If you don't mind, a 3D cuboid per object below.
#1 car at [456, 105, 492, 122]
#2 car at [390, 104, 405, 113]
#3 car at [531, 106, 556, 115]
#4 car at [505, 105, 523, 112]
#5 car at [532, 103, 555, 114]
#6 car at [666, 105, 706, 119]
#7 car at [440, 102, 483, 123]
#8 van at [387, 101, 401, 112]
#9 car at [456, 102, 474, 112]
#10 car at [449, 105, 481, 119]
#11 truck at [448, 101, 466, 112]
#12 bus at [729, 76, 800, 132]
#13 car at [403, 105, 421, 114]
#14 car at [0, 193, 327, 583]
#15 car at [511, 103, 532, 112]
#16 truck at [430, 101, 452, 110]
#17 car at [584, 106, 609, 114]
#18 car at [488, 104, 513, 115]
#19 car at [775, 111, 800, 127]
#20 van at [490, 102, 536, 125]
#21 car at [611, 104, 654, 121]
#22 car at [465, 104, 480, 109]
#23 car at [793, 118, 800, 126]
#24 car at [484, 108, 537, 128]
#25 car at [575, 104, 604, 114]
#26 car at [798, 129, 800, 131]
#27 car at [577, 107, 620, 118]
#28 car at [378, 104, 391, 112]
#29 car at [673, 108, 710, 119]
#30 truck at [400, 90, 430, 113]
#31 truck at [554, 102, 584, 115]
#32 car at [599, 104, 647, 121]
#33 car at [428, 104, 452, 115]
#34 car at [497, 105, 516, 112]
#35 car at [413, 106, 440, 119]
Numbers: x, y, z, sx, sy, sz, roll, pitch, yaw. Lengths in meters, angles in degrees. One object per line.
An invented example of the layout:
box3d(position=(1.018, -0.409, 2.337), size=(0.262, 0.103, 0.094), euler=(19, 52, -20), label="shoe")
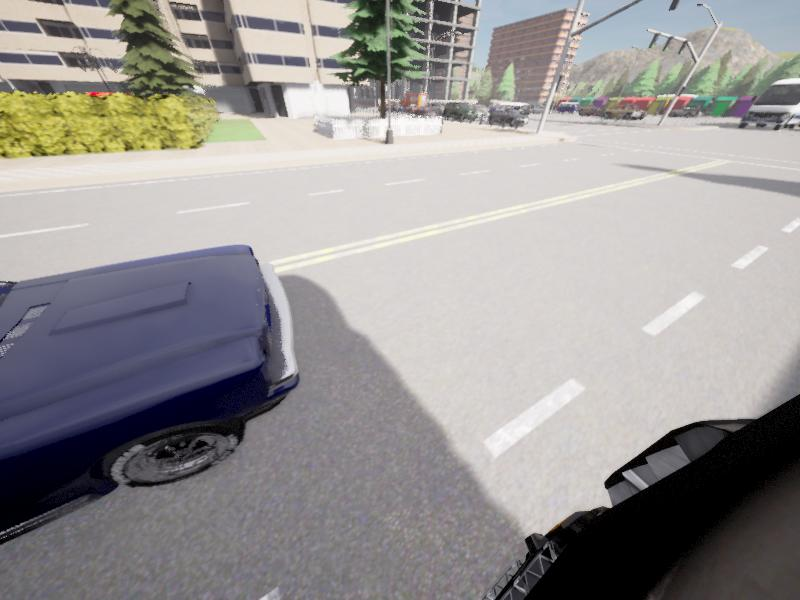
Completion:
box3d(position=(10.512, -26.938, 33.281), size=(2.242, 1.667, 4.611), euler=(-19, 45, -22), label="car")
box3d(position=(-0.529, -44.820, 54.117), size=(1.970, 1.475, 3.806), euler=(-19, 45, -22), label="car")
box3d(position=(30.020, -39.839, 48.550), size=(1.970, 1.475, 3.806), euler=(-19, 45, -22), label="car")
box3d(position=(30.429, -51.209, 61.728), size=(1.784, 1.438, 3.905), euler=(-19, 45, -22), label="car")
box3d(position=(34.584, -46.359, 55.833), size=(1.905, 1.878, 3.866), euler=(-19, 45, -22), label="car")
box3d(position=(53.205, -35.121, 43.050), size=(1.905, 1.878, 3.866), euler=(-19, 45, -22), label="car")
box3d(position=(8.051, -25.282, 31.029), size=(2.150, 2.045, 5.566), euler=(-19, 45, -22), label="car")
box3d(position=(-1.596, -51.080, 60.922), size=(1.775, 1.987, 4.442), euler=(-19, 45, -22), label="van")
box3d(position=(17.326, -51.614, 61.676), size=(1.932, 1.855, 4.605), euler=(-19, 45, -22), label="car")
box3d(position=(10.716, -31.436, 38.536), size=(1.930, 1.638, 5.238), euler=(-19, 44, -22), label="car")
box3d(position=(14.816, -50.764, 60.504), size=(2.069, 2.038, 4.478), euler=(-19, 45, -22), label="truck")
box3d(position=(43.550, -21.813, 25.846), size=(10.273, 4.253, 3.944), euler=(-18, 44, -21), label="bus")
box3d(position=(2.523, -41.194, 49.883), size=(1.970, 1.475, 3.806), euler=(-19, 45, -22), label="car")
box3d(position=(-3.123, 0.675, 1.257), size=(4.718, 1.301, 1.895), euler=(-19, 45, -22), label="car")
box3d(position=(32.765, -52.215, 62.610), size=(1.932, 1.855, 4.605), euler=(-19, 45, -22), label="car")
box3d(position=(12.941, -61.462, 73.040), size=(6.274, 2.098, 2.390), euler=(-19, 45, -22), label="truck")
box3d(position=(47.403, -45.905, 55.819), size=(1.784, 1.438, 3.905), euler=(-19, 45, -22), label="car")
box3d(position=(22.006, -41.892, 50.705), size=(2.242, 1.667, 4.611), euler=(-19, 45, -22), label="car")
box3d(position=(52.365, -23.748, 30.311), size=(5.008, 1.535, 1.882), euler=(-18, 44, -21), label="car")
box3d(position=(13.835, -23.099, 28.585), size=(2.069, 2.038, 4.480), euler=(-19, 45, -22), label="van")
box3d(position=(35.978, -29.124, 35.816), size=(1.905, 1.878, 3.866), euler=(-19, 45, -22), label="car")
box3d(position=(26.651, -71.296, 85.112), size=(5.366, 1.575, 1.801), euler=(-19, 45, -22), label="car")
box3d(position=(59.110, -25.940, 32.968), size=(3.988, 1.617, 1.851), euler=(-18, 44, -21), label="car")
box3d(position=(12.051, -20.280, 25.687), size=(2.128, 1.511, 4.902), euler=(-19, 45, -22), label="car")
box3d(position=(44.829, -45.220, 54.660), size=(1.932, 1.855, 4.605), euler=(-19, 45, -22), label="car")
box3d(position=(45.235, -18.846, 24.536), size=(4.892, 1.490, 1.837), euler=(-18, 44, -21), label="car")
box3d(position=(35.289, -33.489, 41.237), size=(2.033, 1.415, 5.357), euler=(-19, 45, -22), label="car")
box3d(position=(-3.951, -48.921, 58.834), size=(1.970, 1.475, 3.806), euler=(-19, 45, -22), label="car")
box3d(position=(55.753, -35.815, 44.263), size=(1.970, 1.475, 3.806), euler=(-19, 45, -22), label="car")
box3d(position=(3.248, -45.991, 53.665), size=(2.891, 3.827, 8.468), euler=(-19, 45, -22), label="truck")
box3d(position=(37.635, -42.756, 51.542), size=(2.069, 2.038, 4.478), euler=(-19, 45, -22), label="truck")
box3d(position=(33.408, -28.276, 34.787), size=(1.932, 1.855, 4.605), euler=(-19, 45, -22), label="car")
box3d(position=(8.159, -39.243, 47.589), size=(2.152, 1.651, 5.027), euler=(-19, 45, -22), label="car")
box3d(position=(27.884, -50.304, 60.685), size=(1.970, 1.475, 3.806), euler=(-19, 45, -22), label="car")
box3d(position=(4.090, -29.798, 36.682), size=(1.812, 1.442, 4.674), euler=(-19, 45, -22), label="car")
